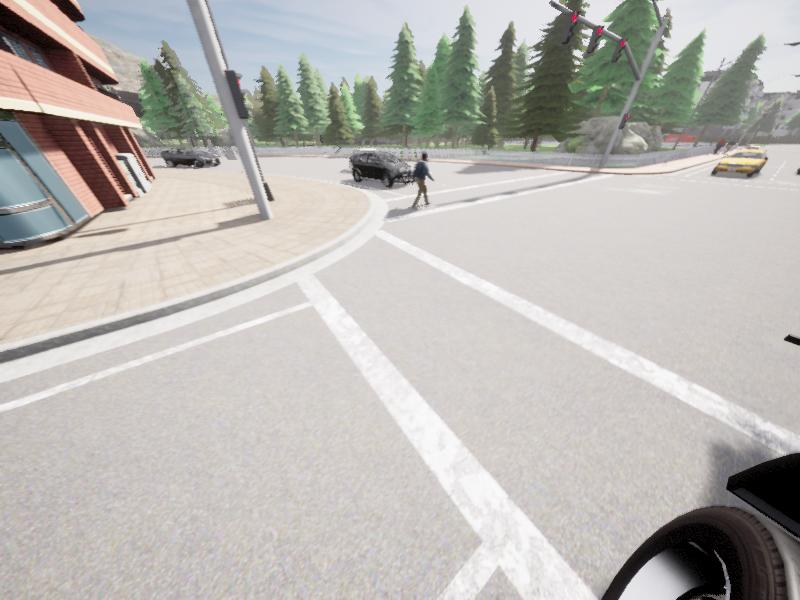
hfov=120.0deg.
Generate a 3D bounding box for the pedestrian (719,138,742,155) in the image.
[{"bbox_3d":[43.559,-20.267,30.426,0.751,1.860,0.751,-12,37,-16],"label":"pedestrian"}]

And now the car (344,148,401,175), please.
[{"bbox_3d":[-2.051,-10.556,17.508,3.806,1.475,1.970,21,41,28],"label":"car"}]

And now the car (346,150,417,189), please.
[{"bbox_3d":[-1.075,-7.406,12.970,3.705,1.549,1.789,28,44,34],"label":"car"}]

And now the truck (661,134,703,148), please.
[{"bbox_3d":[65.032,-36.744,53.415,2.627,2.467,5.204,-21,40,-27],"label":"truck"}]

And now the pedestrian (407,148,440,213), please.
[{"bbox_3d":[0.772,-4.110,7.978,0.751,1.860,0.751,-17,39,-22],"label":"pedestrian"}]

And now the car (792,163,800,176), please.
[{"bbox_3d":[29.495,-9.449,15.821,4.792,1.488,2.163,-22,41,-28],"label":"car"}]

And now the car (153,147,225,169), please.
[{"bbox_3d":[-18.777,-12.769,20.713,4.514,1.525,2.007,5,35,8],"label":"car"}]

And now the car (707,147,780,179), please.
[{"bbox_3d":[23.729,-9.576,15.953,5.366,1.575,1.801,-21,40,-27],"label":"car"}]

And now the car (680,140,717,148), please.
[{"bbox_3d":[69.265,-36.320,53.653,2.128,1.511,4.902,-21,40,-27],"label":"car"}]

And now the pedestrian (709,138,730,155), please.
[{"bbox_3d":[42.294,-20.380,30.597,0.751,1.860,0.751,-20,40,-26],"label":"pedestrian"}]
